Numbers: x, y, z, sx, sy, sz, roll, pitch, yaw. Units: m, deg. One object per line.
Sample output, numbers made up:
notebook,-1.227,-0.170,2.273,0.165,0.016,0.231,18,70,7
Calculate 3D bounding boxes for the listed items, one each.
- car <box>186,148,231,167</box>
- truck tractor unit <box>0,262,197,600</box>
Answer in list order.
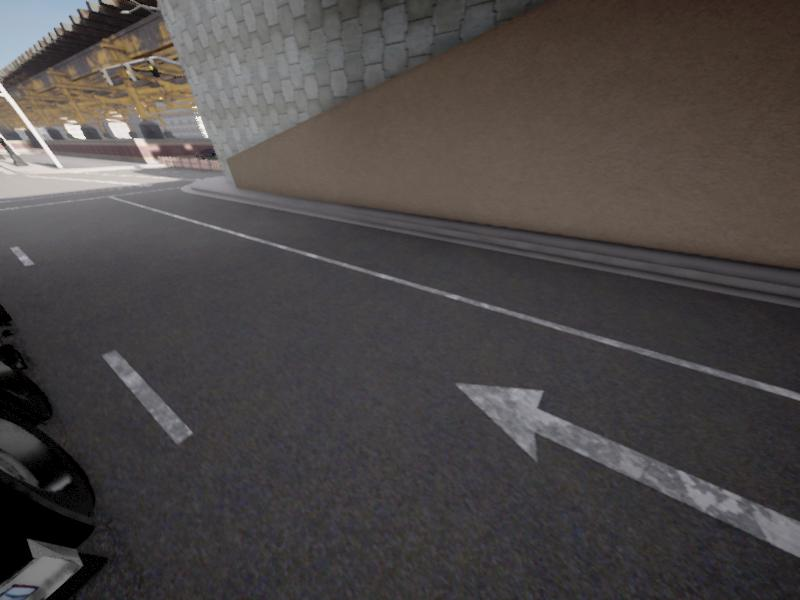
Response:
car,-21.303,-16.147,25.998,2.038,1.542,4.974,-9,36,-12
truck tractor unit,-5.108,-0.304,0.785,6.516,4.208,3.053,18,39,24
